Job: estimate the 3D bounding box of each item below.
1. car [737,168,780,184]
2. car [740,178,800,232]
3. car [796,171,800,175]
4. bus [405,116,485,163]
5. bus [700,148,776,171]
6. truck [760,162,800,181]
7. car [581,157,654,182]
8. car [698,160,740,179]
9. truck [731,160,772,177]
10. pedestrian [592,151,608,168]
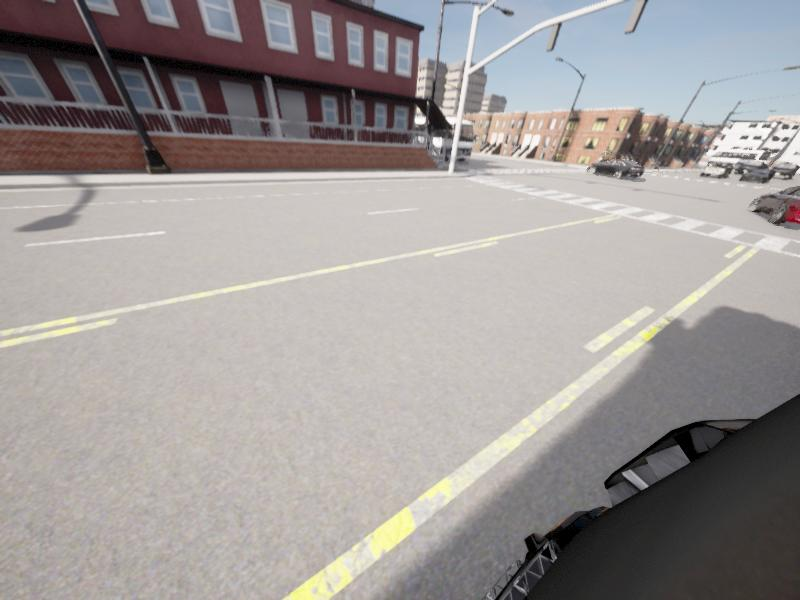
[{"bbox_3d":[43.527,-15.081,28.048,4.181,1.385,1.994,-16,40,-26],"label":"car"},{"bbox_3d":[17.581,-4.081,9.935,2.163,1.488,4.792,29,42,31],"label":"car"},{"bbox_3d":[91.636,-28.327,50.923,1.905,1.878,3.866,11,36,10],"label":"car"},{"bbox_3d":[5.067,-20.564,29.606,3.944,4.253,10.273,-16,40,-26],"label":"bus"},{"bbox_3d":[89.689,-37.632,61.801,3.944,4.253,10.273,-1,36,-7],"label":"bus"},{"bbox_3d":[58.647,-19.719,35.407,6.274,2.098,2.390,-16,40,-26],"label":"truck"},{"bbox_3d":[21.221,-13.020,22.876,2.128,1.511,4.902,-4,36,-11],"label":"car"},{"bbox_3d":[41.973,-17.172,30.409,4.605,1.855,1.932,-16,40,-26],"label":"car"},{"bbox_3d":[59.441,-22.280,39.099,6.274,2.098,2.390,-16,40,-26],"label":"truck"},{"bbox_3d":[27.628,-19.384,31.868,0.751,1.860,0.751,-18,41,-28],"label":"pedestrian"}]
